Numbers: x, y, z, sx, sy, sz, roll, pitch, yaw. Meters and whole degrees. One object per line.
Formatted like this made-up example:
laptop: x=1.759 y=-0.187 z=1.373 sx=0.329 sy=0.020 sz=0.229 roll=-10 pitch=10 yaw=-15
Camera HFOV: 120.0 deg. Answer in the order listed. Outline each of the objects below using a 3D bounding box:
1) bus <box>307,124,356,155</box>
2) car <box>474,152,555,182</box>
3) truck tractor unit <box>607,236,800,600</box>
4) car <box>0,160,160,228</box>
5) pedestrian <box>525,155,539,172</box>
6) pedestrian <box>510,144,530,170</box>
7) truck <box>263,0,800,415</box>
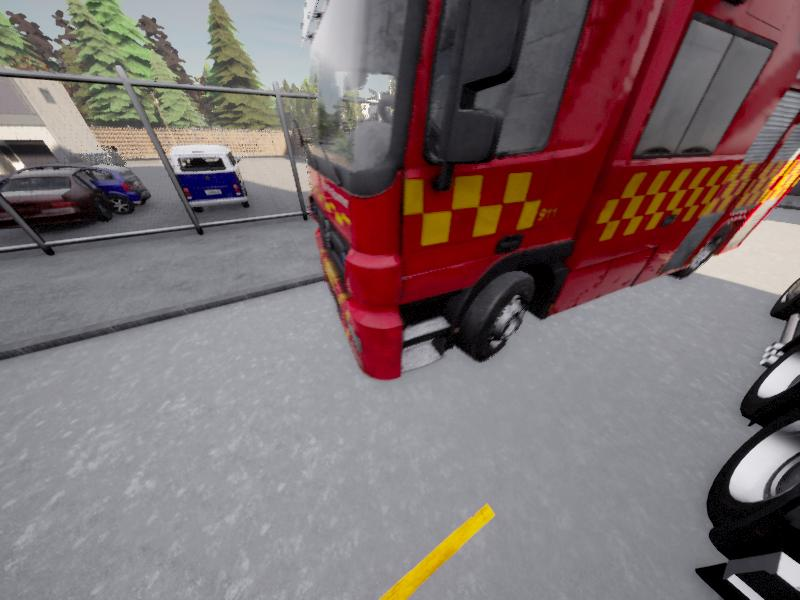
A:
bus: x=-12.415 y=-30.148 z=43.415 sx=3.944 sy=4.253 sz=10.273 roll=7 pitch=36 yaw=12
car: x=8.073 y=-9.852 z=16.897 sx=2.163 sy=1.488 sz=4.792 roll=-18 pitch=39 yaw=-24
truck tractor unit: x=5.062 y=-0.346 z=0.849 sx=6.516 sy=4.208 sz=3.053 roll=-20 pitch=40 yaw=-26
car: x=-10.995 y=-3.621 z=7.633 sx=3.705 sy=1.547 sz=1.789 roll=-18 pitch=39 yaw=-24
pedestrian: x=10.807 y=-11.168 z=18.913 sx=0.500 sy=1.100 sz=0.500 roll=-18 pitch=39 yaw=-24
pedestrian: x=10.169 y=-12.145 z=19.646 sx=0.751 sy=1.860 sz=0.751 roll=-10 pitch=36 yaw=-14
truck: x=2.973 y=-2.148 z=3.754 sx=8.468 sy=3.827 sz=2.891 roll=-14 pitch=37 yaw=-20
